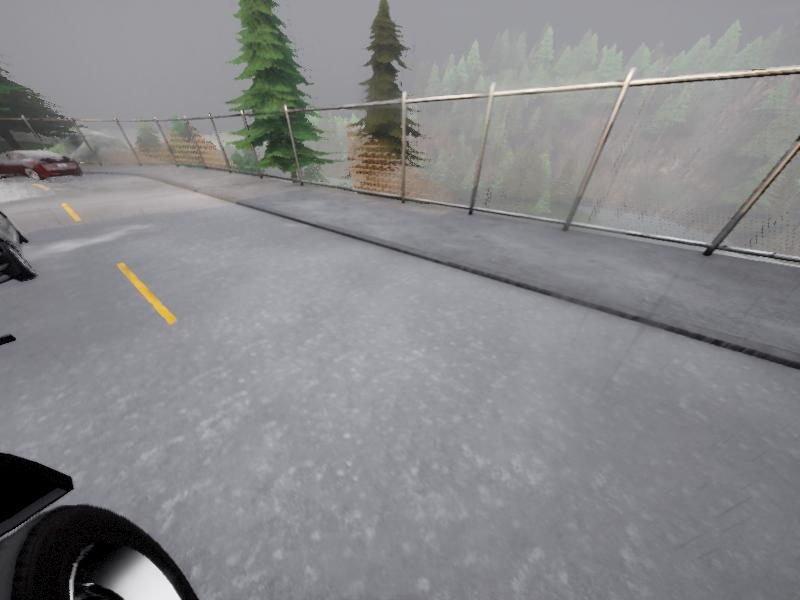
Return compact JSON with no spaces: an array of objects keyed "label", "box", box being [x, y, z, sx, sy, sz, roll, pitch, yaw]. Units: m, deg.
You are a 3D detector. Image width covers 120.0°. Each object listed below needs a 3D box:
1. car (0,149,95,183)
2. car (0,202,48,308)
[{"label":"car","box":[-22.224,-8.136,13.932,4.792,1.488,2.163,6,35,7]},{"label":"car","box":[-8.767,-1.202,4.099,5.238,1.638,1.930,23,41,28]}]
